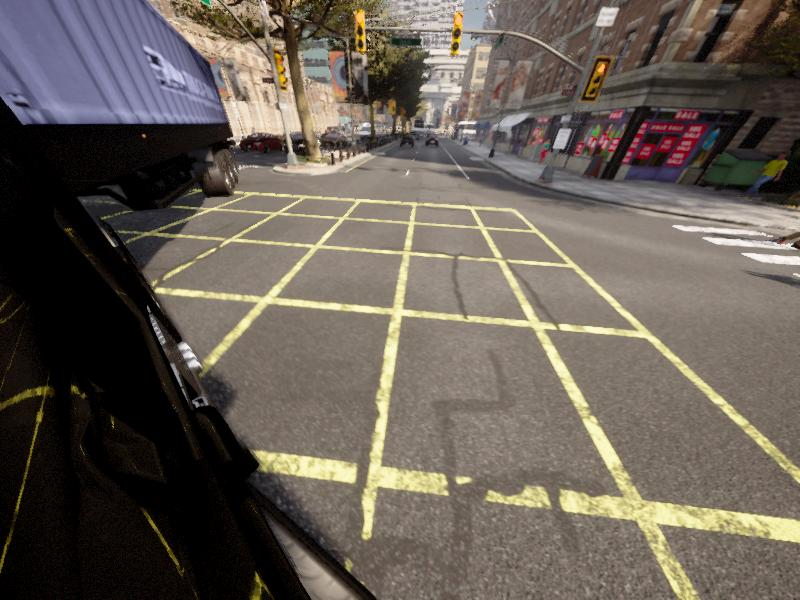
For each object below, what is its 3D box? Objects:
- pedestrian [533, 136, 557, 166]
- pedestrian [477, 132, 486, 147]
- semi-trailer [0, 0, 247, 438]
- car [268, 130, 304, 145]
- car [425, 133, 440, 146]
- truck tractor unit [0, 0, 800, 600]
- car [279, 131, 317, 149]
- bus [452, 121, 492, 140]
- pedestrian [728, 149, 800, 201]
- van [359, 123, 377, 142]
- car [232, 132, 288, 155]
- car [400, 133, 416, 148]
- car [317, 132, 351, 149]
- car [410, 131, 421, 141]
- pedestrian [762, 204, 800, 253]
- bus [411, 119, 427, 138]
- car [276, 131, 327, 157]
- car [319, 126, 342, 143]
[{"bbox_3d":[11.041,-11.345,17.643,0.751,1.860,0.751,6,37,5],"label":"pedestrian"},{"bbox_3d":[12.302,-24.204,34.902,0.751,1.860,0.751,15,39,16],"label":"pedestrian"},{"bbox_3d":[-6.557,-4.509,5.572,2.717,4.402,14.254,-14,40,-20],"label":"semi-trailer"},{"bbox_3d":[-14.103,-20.328,28.852,1.895,1.301,4.718,5,37,3],"label":"car"},{"bbox_3d":[5.247,-25.969,37.390,2.038,1.542,4.974,5,36,3],"label":"car"},{"bbox_3d":[-2.645,-0.295,0.352,6.516,4.208,3.053,28,44,30],"label":"truck tractor unit"},{"bbox_3d":[-11.224,-17.905,25.738,1.994,1.385,4.181,6,37,4],"label":"car"},{"bbox_3d":[21.791,-51.833,70.695,10.273,4.253,3.944,5,37,3],"label":"bus"},{"bbox_3d":[15.564,-5.273,9.810,0.751,1.860,0.751,-1,37,-4],"label":"pedestrian"},{"bbox_3d":[-5.639,-30.578,42.040,1.988,2.561,5.915,5,37,3],"label":"van"},{"bbox_3d":[-11.934,-13.703,20.082,1.994,1.385,4.181,5,37,3],"label":"car"},{"bbox_3d":[1.195,-22.836,32.990,1.837,1.490,4.892,5,37,3],"label":"car"},{"bbox_3d":[-7.564,-18.726,27.042,2.033,1.411,5.357,5,37,3],"label":"car"},{"bbox_3d":[3.276,-35.299,49.658,2.033,1.649,4.856,5,37,3],"label":"car"},{"bbox_3d":[10.399,-2.113,5.523,0.751,1.860,0.751,8,37,6],"label":"pedestrian"},{"bbox_3d":[5.781,-51.807,69.692,3.944,4.253,10.273,5,38,3],"label":"bus"},{"bbox_3d":[-8.406,-13.789,20.278,2.038,1.542,4.974,5,37,3],"label":"car"},{"bbox_3d":[-10.148,-24.552,34.250,1.905,1.878,3.866,5,37,3],"label":"car"}]
